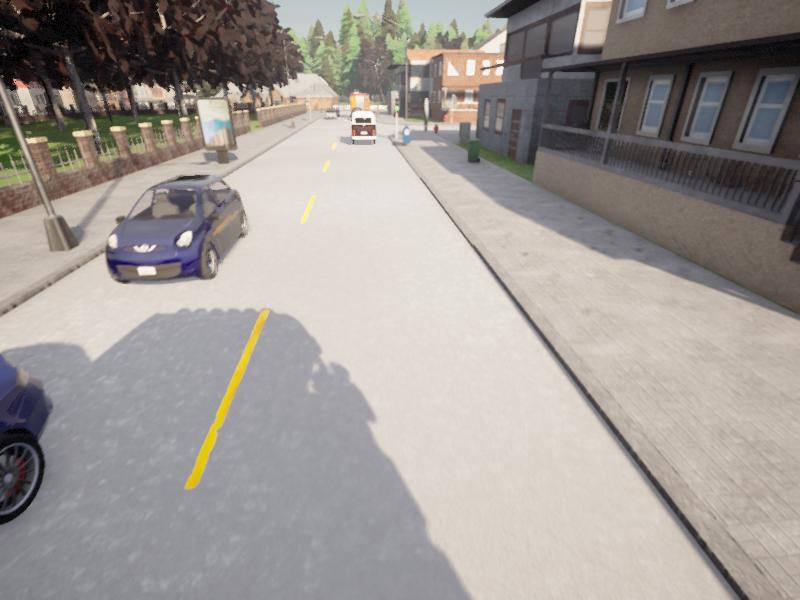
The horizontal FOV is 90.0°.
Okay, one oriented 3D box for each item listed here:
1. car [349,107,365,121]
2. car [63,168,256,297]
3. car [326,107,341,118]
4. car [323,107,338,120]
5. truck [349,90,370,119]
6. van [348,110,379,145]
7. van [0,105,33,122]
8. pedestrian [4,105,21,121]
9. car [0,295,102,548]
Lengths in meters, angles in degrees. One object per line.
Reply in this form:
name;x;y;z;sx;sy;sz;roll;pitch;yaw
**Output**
car;-5.937;-26.029;55.897;1.851;1.617;3.988;-1;27;-2
car;-4.390;-1.585;8.110;1.845;1.501;3.633;-3;27;-5
car;-10.438;-29.706;63.335;2.033;1.411;5.357;-3;27;-5
car;-9.902;-26.724;57.346;1.845;1.501;3.633;-3;27;-6
truck;-6.289;-30.609;62.427;2.891;3.827;8.468;-3;27;-5
van;-2.689;-12.742;29.393;2.069;2.038;4.480;-2;27;-5
van;-55.184;-26.445;56.778;2.069;2.038;4.480;-3;27;-5
pedestrian;-49.792;-24.023;51.455;0.751;1.860;0.751;-3;27;-5
car;-3.808;1.697;1.775;1.812;1.442;4.674;-3;27;-6
